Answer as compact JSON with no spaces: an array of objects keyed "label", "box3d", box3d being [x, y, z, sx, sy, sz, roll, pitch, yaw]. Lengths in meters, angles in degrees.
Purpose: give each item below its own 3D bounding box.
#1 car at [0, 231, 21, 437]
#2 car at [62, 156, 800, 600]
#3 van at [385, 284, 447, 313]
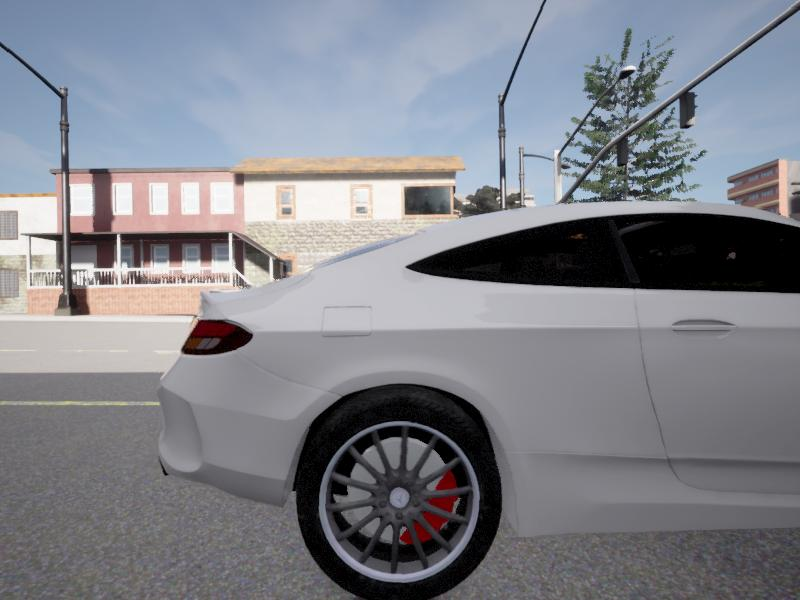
[{"label":"car","box3d":[-4.942,0.230,2.066,4.193,1.474,1.816,0,0,-1]},{"label":"car","box3d":[1.261,0.270,2.205,4.674,1.442,1.812,0,0,-1]},{"label":"van","box3d":[1.437,-0.100,37.516,5.915,2.561,1.988,-1,0,44]}]
